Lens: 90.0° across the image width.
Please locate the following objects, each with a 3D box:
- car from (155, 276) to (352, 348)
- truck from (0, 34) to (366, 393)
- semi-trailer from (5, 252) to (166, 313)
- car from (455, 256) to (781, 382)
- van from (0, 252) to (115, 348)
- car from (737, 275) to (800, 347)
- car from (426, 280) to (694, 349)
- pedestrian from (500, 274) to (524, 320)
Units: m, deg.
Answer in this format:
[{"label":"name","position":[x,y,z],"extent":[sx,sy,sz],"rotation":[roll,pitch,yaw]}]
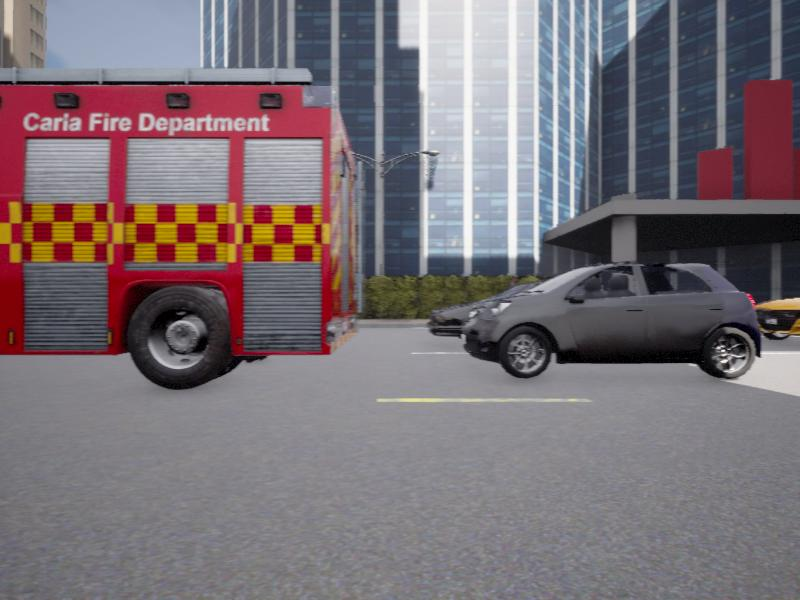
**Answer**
[{"label":"car","position":[-3.121,0.252,9.199],"extent":[3.806,1.475,1.970],"rotation":[0,0,0]},{"label":"truck","position":[-4.836,-0.923,5.707],"extent":[8.468,3.827,2.891],"rotation":[0,0,0]},{"label":"semi-trailer","position":[-26.577,-1.228,35.596],"extent":[2.717,4.402,14.254],"rotation":[0,0,2]},{"label":"car","position":[2.730,0.228,5.701],"extent":[3.633,1.501,1.845],"rotation":[0,0,0]},{"label":"van","position":[-9.418,-0.006,9.200],"extent":[4.442,1.987,1.775],"rotation":[0,0,0]},{"label":"car","position":[11.050,0.227,9.199],"extent":[5.008,1.535,1.882],"rotation":[0,0,0]},{"label":"car","position":[3.335,0.296,9.202],"extent":[5.357,1.411,2.033],"rotation":[0,0,0]},{"label":"pedestrian","position":[4.587,-0.113,16.398],"extent":[0.751,1.860,0.751],"rotation":[0,0,0]}]
